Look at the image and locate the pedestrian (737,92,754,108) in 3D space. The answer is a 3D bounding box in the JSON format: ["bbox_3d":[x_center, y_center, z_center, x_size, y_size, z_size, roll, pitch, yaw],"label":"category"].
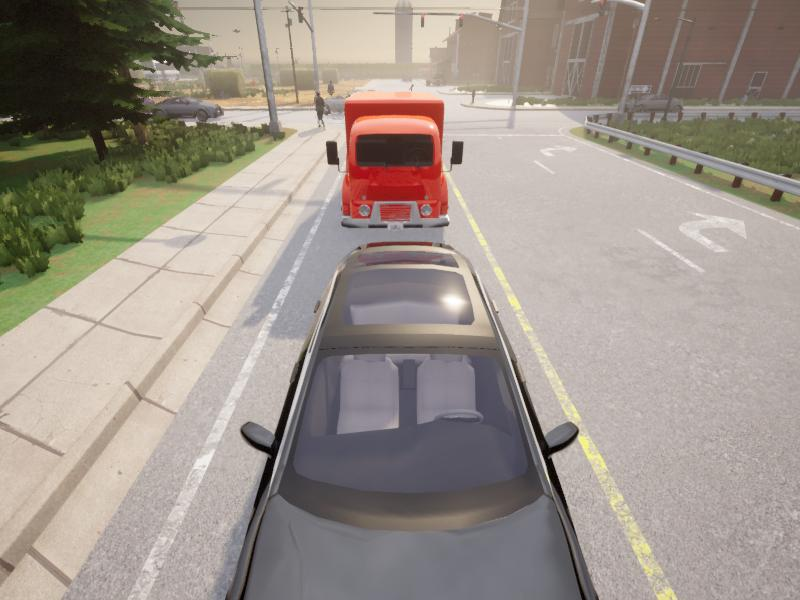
[{"bbox_3d":[27.732,-16.050,32.143,0.500,1.100,0.500,1,30,2],"label":"pedestrian"}]

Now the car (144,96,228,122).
[{"bbox_3d":[-13.949,-12.596,26.288,4.181,1.385,1.994,0,30,0],"label":"car"}]

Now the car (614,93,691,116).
[{"bbox_3d":[18.380,-14.347,29.306,4.181,1.385,1.994,0,30,0],"label":"car"}]

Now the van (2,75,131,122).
[{"bbox_3d":[-21.433,-13.102,25.992,5.915,2.561,1.988,0,30,0],"label":"van"}]

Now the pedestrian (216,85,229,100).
[{"bbox_3d":[-17.551,-20.558,39.593,0.751,1.300,0.751,-23,37,-34],"label":"pedestrian"}]

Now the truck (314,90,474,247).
[{"bbox_3d":[-0.135,-3.420,9.425,2.627,2.467,5.204,-1,30,-1],"label":"truck"}]

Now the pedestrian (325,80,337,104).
[{"bbox_3d":[-6.055,-18.403,35.356,0.751,1.860,0.751,-10,32,-17],"label":"pedestrian"}]

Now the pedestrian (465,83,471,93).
[{"bbox_3d":[8.297,-25.850,48.741,0.500,1.100,0.500,15,33,24],"label":"pedestrian"}]

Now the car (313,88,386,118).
[{"bbox_3d":[-3.581,-14.236,28.781,4.611,1.667,2.242,12,32,19],"label":"car"}]

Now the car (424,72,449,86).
[{"bbox_3d":[6.306,-37.971,68.883,1.905,1.878,3.866,-31,40,-33],"label":"car"}]

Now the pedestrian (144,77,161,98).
[{"bbox_3d":[-26.060,-22.406,42.193,0.751,1.860,0.751,12,32,20],"label":"pedestrian"}]

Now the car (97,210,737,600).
[{"bbox_3d":[0.060,0.761,3.240,2.128,1.511,4.902,0,30,0],"label":"car"}]

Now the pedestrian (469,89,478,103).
[{"bbox_3d":[6.632,-18.382,36.074,0.500,1.100,0.500,-19,35,-29],"label":"pedestrian"}]

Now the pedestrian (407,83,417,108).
[{"bbox_3d":[0.976,-16.979,33.218,0.751,1.860,0.751,-1,30,-2],"label":"pedestrian"}]

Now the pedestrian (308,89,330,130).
[{"bbox_3d":[-4.189,-9.890,20.770,0.751,1.860,0.751,-15,33,-24],"label":"pedestrian"}]
